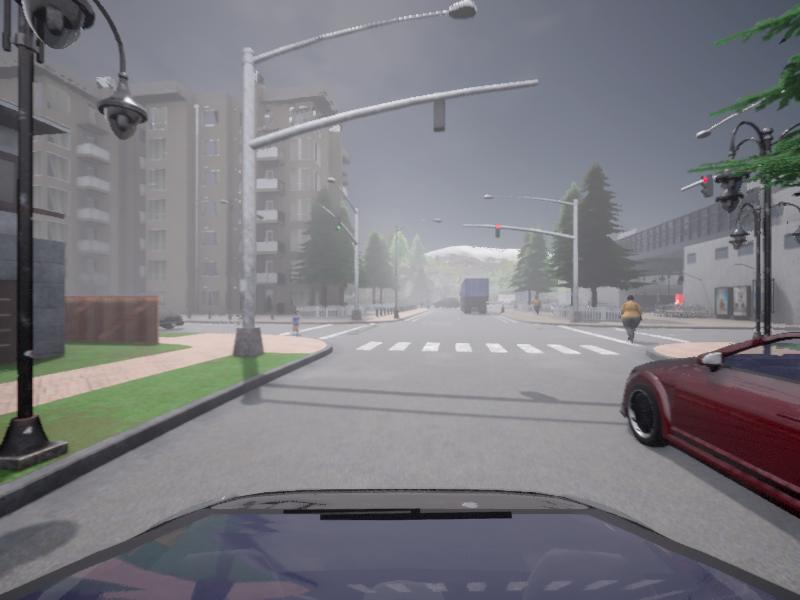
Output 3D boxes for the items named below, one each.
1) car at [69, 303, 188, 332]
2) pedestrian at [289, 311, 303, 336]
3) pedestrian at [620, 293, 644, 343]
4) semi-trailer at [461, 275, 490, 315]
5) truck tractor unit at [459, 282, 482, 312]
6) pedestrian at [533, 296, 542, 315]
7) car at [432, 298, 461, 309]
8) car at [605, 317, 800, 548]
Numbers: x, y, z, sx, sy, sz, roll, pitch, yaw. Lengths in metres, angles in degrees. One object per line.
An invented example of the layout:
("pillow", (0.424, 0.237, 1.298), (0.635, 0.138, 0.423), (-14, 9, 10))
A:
("car", (-14.468, 0.903, 21.413), (5.357, 1.411, 2.033), (0, 0, 10))
("pedestrian", (-4.660, 1.036, 17.914), (0.500, 1.100, 0.500), (0, 0, 1))
("pedestrian", (8.813, 0.665, 15.236), (0.751, 1.860, 0.751), (0, 0, 26))
("semi-trailer", (9.533, -0.561, 51.857), (2.717, 4.402, 14.254), (0, 0, 7))
("truck tractor unit", (10.479, -0.455, 59.713), (3.053, 4.208, 6.516), (0, 0, 7))
("pedestrian", (13.421, 0.539, 39.088), (0.751, 1.860, 0.751), (0, 0, 22))
("car", (8.508, 0.622, 73.663), (2.150, 2.045, 5.566), (1, 0, -31))
("car", (3.609, 0.912, 3.134), (1.994, 1.385, 4.181), (0, 0, 2))
